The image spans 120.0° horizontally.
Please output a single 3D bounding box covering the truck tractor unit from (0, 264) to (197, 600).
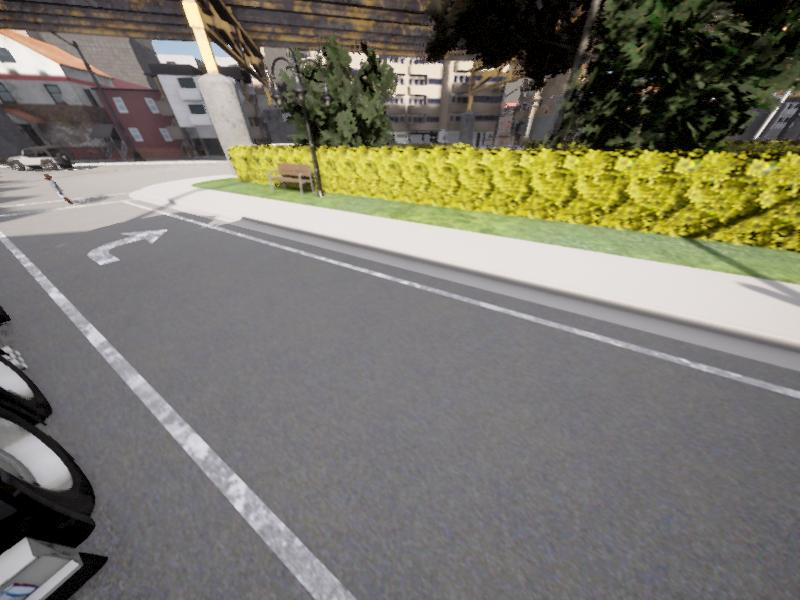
[{"bbox_3d":[-5.112,-0.297,0.788,6.516,4.208,3.053,18,39,24],"label":"truck tractor unit"}]

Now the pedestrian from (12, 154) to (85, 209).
[{"bbox_3d":[-13.954,-4.742,9.268,0.751,1.860,0.751,28,44,34],"label":"pedestrian"}]

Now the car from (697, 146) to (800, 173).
[{"bbox_3d":[29.787,-12.015,19.596,2.152,1.651,5.027,-8,36,-11],"label":"car"}]

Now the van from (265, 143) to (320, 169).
[{"bbox_3d":[-10.549,-14.517,23.173,4.480,2.038,2.069,-9,36,-12],"label":"van"}]

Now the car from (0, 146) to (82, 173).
[{"bbox_3d":[-33.377,-13.027,21.353,3.866,1.878,1.905,-9,36,-12],"label":"car"}]
